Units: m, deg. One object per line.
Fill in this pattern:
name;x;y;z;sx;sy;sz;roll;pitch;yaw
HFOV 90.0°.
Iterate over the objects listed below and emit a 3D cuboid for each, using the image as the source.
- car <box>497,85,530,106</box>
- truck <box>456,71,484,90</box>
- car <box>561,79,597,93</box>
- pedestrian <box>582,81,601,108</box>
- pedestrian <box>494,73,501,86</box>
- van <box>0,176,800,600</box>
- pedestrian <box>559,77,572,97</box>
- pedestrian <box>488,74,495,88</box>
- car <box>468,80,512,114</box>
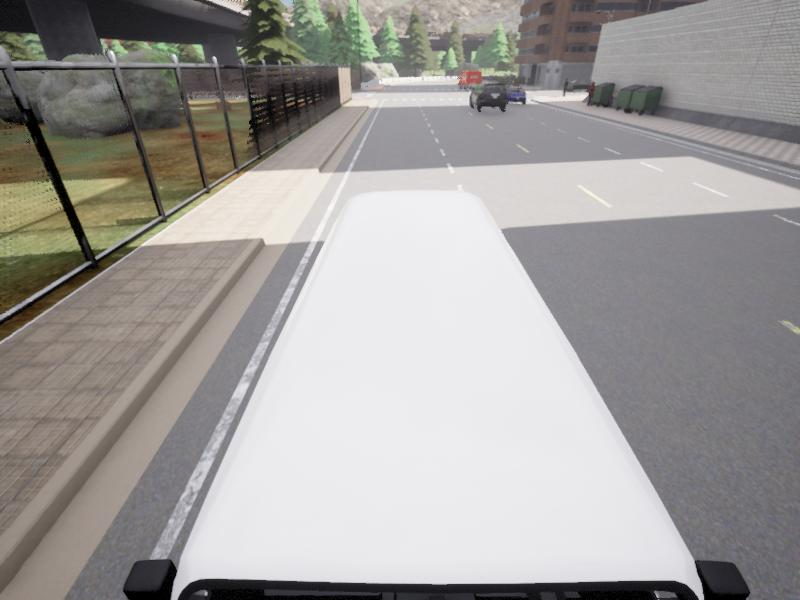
car;10.493;-19.084;37.231;1.816;1.474;4.193;0;30;0
truck;10.592;-33.405;60.825;2.627;2.467;5.204;-4;30;-6
car;23.889;-28.657;53.513;3.705;1.549;1.789;0;30;0
pedestrian;14.938;-16.078;31.279;0.751;1.860;0.751;-1;30;-1
pedestrian;16.740;-37.920;68.757;0.751;1.860;0.751;0;30;0
van;0.133;0.643;2.945;2.069;2.038;4.480;-1;29;1
pedestrian;17.778;-22.867;43.009;0.751;1.860;0.751;-4;30;-6
pedestrian;14.382;-34.432;62.826;0.751;1.860;0.751;0;30;1
car;6.996;-16.217;31.787;2.150;2.045;5.566;0;30;0
